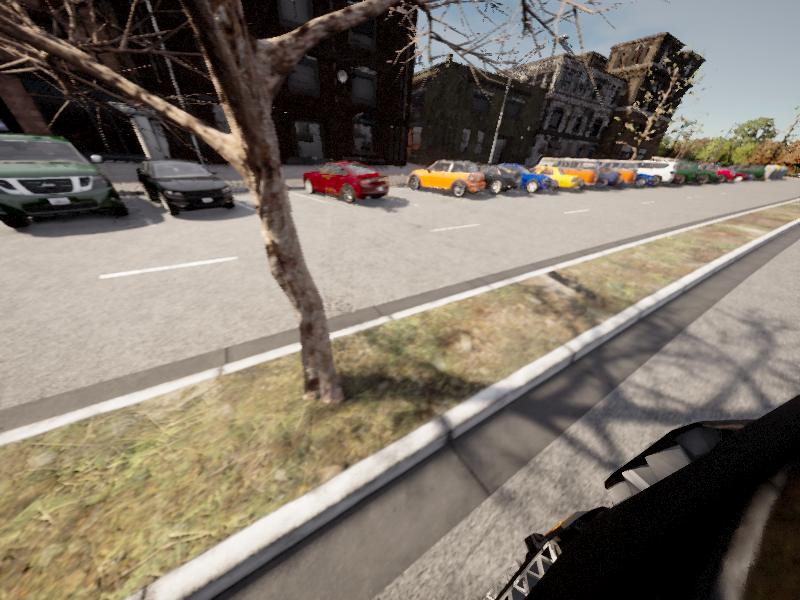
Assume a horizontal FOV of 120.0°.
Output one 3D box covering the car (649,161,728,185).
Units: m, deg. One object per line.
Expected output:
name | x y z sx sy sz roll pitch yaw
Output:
car | 34.609 -15.528 28.097 5.566 2.045 2.435 28 40 34

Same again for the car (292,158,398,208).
car | -2.713 -5.756 11.033 5.008 1.535 2.097 26 40 32

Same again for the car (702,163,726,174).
car | 80.688 -33.835 59.473 2.435 2.045 5.566 30 40 33

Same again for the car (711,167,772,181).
car | 55.864 -20.779 38.004 5.366 1.575 1.946 28 41 34

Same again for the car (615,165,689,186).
car | 26.573 -13.311 24.613 5.008 1.535 2.097 28 40 34

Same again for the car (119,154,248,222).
car | -7.973 -4.303 8.448 5.008 1.535 2.097 26 39 32

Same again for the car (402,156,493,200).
car | 2.597 -7.276 13.497 4.553 1.767 2.185 27 40 33

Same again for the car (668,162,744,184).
car | 39.947 -16.870 30.520 5.566 2.045 2.435 28 40 34

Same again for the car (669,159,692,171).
car | 64.897 -31.295 53.545 2.435 2.045 5.566 30 41 34

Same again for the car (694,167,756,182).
car | 47.937 -18.676 34.292 5.008 1.535 2.097 28 40 34

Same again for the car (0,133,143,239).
car | -10.553 -3.759 6.978 5.566 2.045 2.435 26 39 31

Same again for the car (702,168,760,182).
car | 50.628 -19.313 35.520 4.674 1.452 2.002 28 40 34

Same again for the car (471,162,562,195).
car | 7.896 -8.580 16.087 5.008 1.535 2.097 27 40 33

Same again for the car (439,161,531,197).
car | 5.243 -7.875 14.829 4.892 1.521 2.231 27 41 33

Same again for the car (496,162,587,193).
car | 10.422 -9.331 17.409 5.366 1.575 1.946 27 41 33

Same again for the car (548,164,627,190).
car | 15.876 -10.603 19.789 4.792 1.488 2.163 28 41 34

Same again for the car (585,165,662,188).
car | 21.240 -11.967 22.190 5.008 1.535 2.097 28 40 34

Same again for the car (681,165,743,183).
car | 42.608 -17.428 31.786 4.553 1.767 2.185 28 41 34

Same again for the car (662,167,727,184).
car | 37.266 -15.962 29.459 4.792 1.488 2.163 28 40 34

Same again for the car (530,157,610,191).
car | 13.328 -10.086 18.353 4.442 1.987 1.878 28 40 34

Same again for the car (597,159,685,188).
car | 23.893 -12.857 23.276 5.566 2.045 2.435 28 41 34

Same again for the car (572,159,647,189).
car | 18.669 -11.439 20.791 4.442 1.987 1.878 28 40 34

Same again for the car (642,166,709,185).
car | 31.931 -14.618 27.035 4.792 1.488 2.163 28 40 34

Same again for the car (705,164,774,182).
car | 53.296 -20.241 36.575 5.566 2.045 2.435 28 41 34

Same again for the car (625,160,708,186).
car | 29.225 -14.201 25.698 5.566 2.045 2.435 28 41 34
